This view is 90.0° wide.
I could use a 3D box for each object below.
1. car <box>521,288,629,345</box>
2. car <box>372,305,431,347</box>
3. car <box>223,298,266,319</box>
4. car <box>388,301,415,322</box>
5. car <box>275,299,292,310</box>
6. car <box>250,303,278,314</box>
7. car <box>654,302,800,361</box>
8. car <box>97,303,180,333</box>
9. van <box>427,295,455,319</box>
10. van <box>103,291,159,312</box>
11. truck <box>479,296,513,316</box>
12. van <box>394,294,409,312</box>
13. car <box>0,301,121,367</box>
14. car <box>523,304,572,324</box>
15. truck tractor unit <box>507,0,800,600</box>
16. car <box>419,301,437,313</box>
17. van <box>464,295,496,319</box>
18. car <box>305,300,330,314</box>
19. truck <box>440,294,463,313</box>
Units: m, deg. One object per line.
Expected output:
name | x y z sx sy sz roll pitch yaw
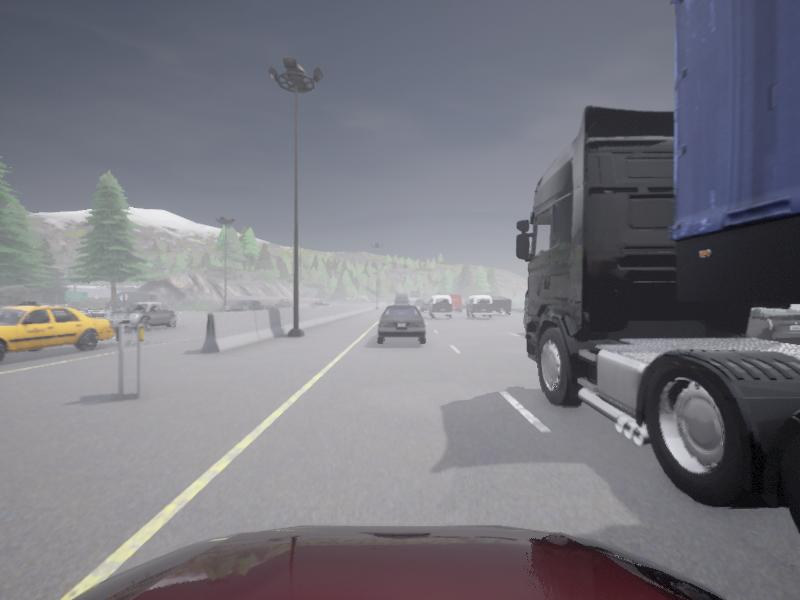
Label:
car | 7.070 0.592 17.015 2.150 2.045 5.566 0 0 0
car | 0.068 0.918 16.352 2.033 1.411 5.357 0 0 0
car | -13.853 0.744 35.920 2.097 1.767 4.553 0 0 0
car | 0.130 0.867 32.154 2.038 1.542 4.974 0 0 0
car | -20.712 0.755 71.076 1.905 1.878 3.866 0 0 0
car | -17.294 1.015 50.997 1.895 1.301 4.718 0 0 0
car | 10.553 0.846 12.779 2.007 1.525 4.514 0 0 0
car | -13.912 0.883 21.585 1.970 1.475 3.806 0 0 0
van | 3.647 0.619 36.182 2.069 2.038 4.480 0 0 0
van | -34.614 0.197 51.554 5.915 2.561 1.988 0 0 0
truck | 10.685 0.605 45.079 2.390 2.098 6.274 0 0 0
van | 0.244 0.403 58.006 1.988 2.561 5.915 0 0 0
car | -10.454 0.817 10.994 1.801 1.575 5.366 0 0 0
car | 10.621 0.984 29.174 1.895 1.301 4.718 0 0 0
truck tractor unit | 3.516 -0.515 4.201 3.053 4.208 6.516 0 0 0
car | 3.719 0.911 53.755 2.128 1.511 4.902 0 0 0
van | 7.149 0.622 36.269 2.069 2.038 4.480 0 0 0
car | -10.292 0.851 50.466 2.152 1.651 5.027 0 0 0
truck | 7.229 0.439 56.353 2.627 2.467 5.204 0 0 0
